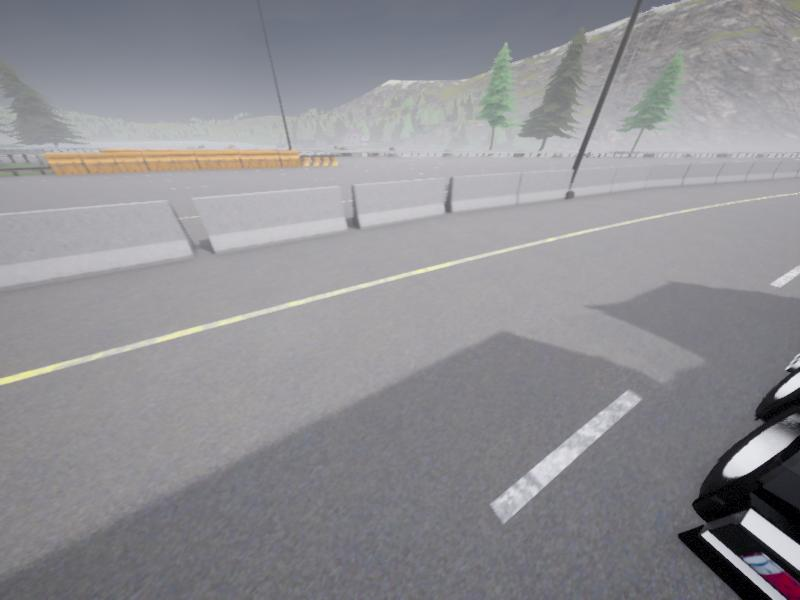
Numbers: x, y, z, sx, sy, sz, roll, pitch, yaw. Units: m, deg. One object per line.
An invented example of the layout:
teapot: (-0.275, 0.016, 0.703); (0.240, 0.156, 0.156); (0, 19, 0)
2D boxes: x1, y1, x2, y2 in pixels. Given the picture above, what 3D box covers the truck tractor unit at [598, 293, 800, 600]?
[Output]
truck tractor unit: (5.161, -0.247, 0.713); (6.516, 4.208, 3.053); (-16, 38, -22)
